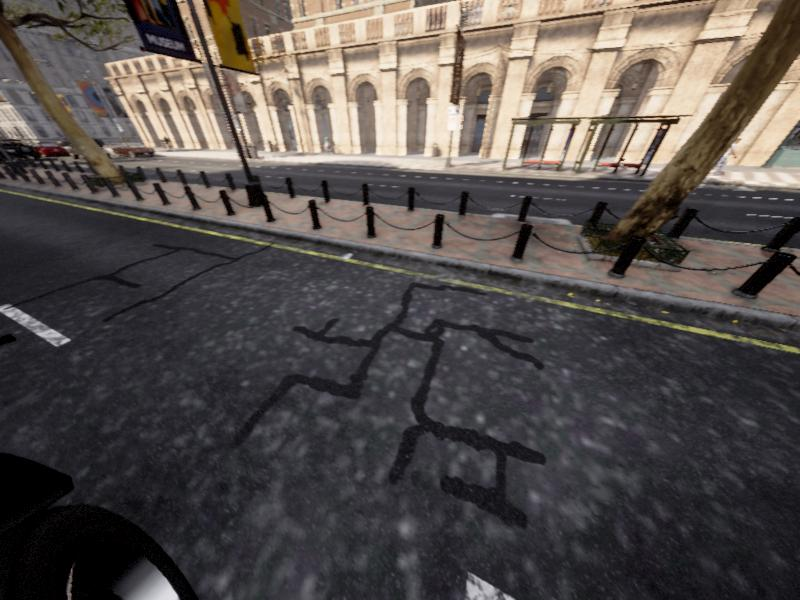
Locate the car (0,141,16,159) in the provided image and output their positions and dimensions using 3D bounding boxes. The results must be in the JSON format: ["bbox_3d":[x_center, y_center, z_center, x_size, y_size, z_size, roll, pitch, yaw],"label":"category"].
[{"bbox_3d":[-43.221,-15.714,24.236,3.633,1.501,1.845,14,38,18],"label":"car"}]

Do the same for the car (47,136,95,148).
[{"bbox_3d":[-63.567,-30.657,44.738,2.242,1.667,4.611,13,38,18],"label":"car"}]

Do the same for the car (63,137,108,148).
[{"bbox_3d":[-60.071,-30.191,44.211,2.007,1.525,4.514,13,38,18],"label":"car"}]

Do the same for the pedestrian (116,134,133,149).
[{"bbox_3d":[-43.909,-25.297,36.853,0.751,1.860,0.751,11,37,14],"label":"pedestrian"}]

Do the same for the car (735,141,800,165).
[{"bbox_3d":[31.968,-11.968,18.804,4.786,1.482,2.161,14,38,18],"label":"car"}]

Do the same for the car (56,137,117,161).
[{"bbox_3d":[-31.449,-15.215,23.217,3.866,1.878,1.905,14,38,18],"label":"car"}]

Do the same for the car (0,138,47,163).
[{"bbox_3d":[-37.033,-14.342,22.037,4.605,1.855,1.932,14,38,18],"label":"car"}]

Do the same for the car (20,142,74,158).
[{"bbox_3d":[-40.101,-17.111,26.291,4.181,1.385,1.994,14,38,18],"label":"car"}]

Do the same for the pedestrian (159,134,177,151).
[{"bbox_3d":[-31.748,-21.513,31.616,0.751,1.860,0.751,15,39,19],"label":"pedestrian"}]

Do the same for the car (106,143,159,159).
[{"bbox_3d":[-29.596,-16.595,25.611,4.718,1.301,1.895,14,38,18],"label":"car"}]

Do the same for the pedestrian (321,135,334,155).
[{"bbox_3d":[-8.213,-17.605,26.186,0.751,1.860,0.751,14,38,18],"label":"pedestrian"}]

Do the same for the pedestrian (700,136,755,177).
[{"bbox_3d":[18.200,-8.010,12.918,0.751,1.860,0.751,14,38,19],"label":"pedestrian"}]

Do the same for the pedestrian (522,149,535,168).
[{"bbox_3d":[9.018,-9.927,16.224,0.500,1.100,0.500,14,38,18],"label":"pedestrian"}]
